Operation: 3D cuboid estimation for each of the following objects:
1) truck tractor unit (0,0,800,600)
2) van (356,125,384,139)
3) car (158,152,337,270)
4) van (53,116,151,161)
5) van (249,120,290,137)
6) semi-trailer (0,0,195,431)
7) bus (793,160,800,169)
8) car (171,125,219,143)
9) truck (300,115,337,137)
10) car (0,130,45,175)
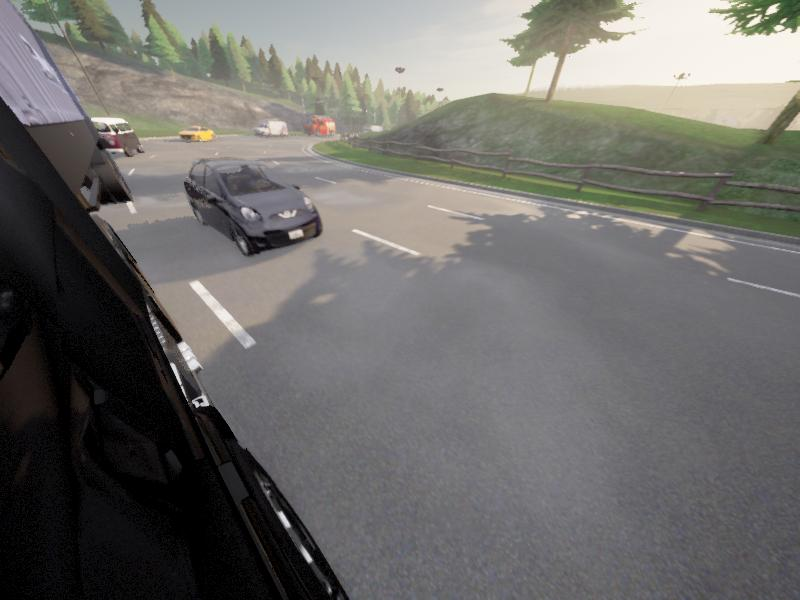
[{"bbox_3d":[-2.645,-0.295,0.352,6.516,4.208,3.053,28,44,30],"label":"truck tractor unit"},{"bbox_3d":[-6.958,-39.642,54.682,2.351,2.431,6.366,22,40,33],"label":"van"},{"bbox_3d":[-3.421,-2.288,5.255,3.633,1.501,1.845,28,44,30],"label":"car"},{"bbox_3d":[-18.443,-10.333,14.706,2.069,2.038,4.480,-17,41,-24],"label":"van"},{"bbox_3d":[-24.364,-32.226,43.545,2.351,2.431,6.366,19,39,21],"label":"van"},{"bbox_3d":[-8.353,-3.809,4.554,14.254,4.402,2.717,32,46,33],"label":"semi-trailer"},{"bbox_3d":[57.071,-17.093,26.841,10.273,4.253,3.944,27,43,30],"label":"bus"},{"bbox_3d":[-23.967,-19.638,27.334,1.882,1.535,5.008,-3,37,-8],"label":"car"},{"bbox_3d":[-18.668,-40.265,53.585,2.891,3.827,8.468,16,39,18],"label":"truck"},{"bbox_3d":[-18.597,-6.499,10.095,1.994,1.385,4.181,-21,43,-28],"label":"car"}]
